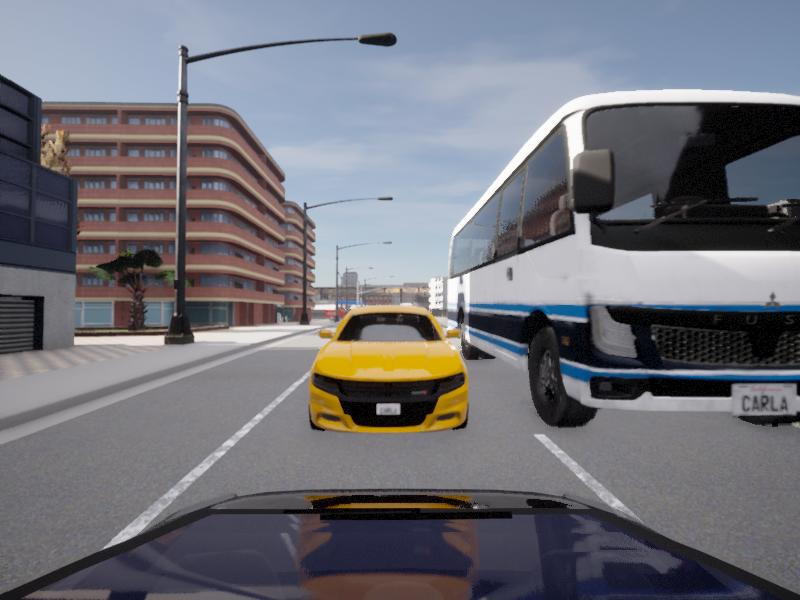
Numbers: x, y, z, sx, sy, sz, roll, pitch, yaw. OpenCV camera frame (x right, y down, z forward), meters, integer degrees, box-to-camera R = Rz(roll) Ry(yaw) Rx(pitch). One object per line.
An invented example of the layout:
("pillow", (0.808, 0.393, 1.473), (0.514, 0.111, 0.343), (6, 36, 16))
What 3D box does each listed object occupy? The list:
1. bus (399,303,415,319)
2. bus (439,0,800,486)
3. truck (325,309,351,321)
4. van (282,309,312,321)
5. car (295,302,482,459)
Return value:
("bus", (1.781, 2.992, 110.547), (3.944, 4.253, 10.273), (0, -2, -1))
("bus", (3.407, -0.523, 8.589), (3.944, 4.253, 10.273), (0, 0, -1))
("truck", (-13.384, 3.220, 86.344), (5.204, 2.467, 2.627), (0, -2, -2))
("van", (-22.108, 3.160, 85.972), (5.915, 2.561, 1.988), (0, -2, -2))
("car", (-0.169, 0.823, 6.535), (1.882, 1.535, 5.008), (0, 0, -1))
